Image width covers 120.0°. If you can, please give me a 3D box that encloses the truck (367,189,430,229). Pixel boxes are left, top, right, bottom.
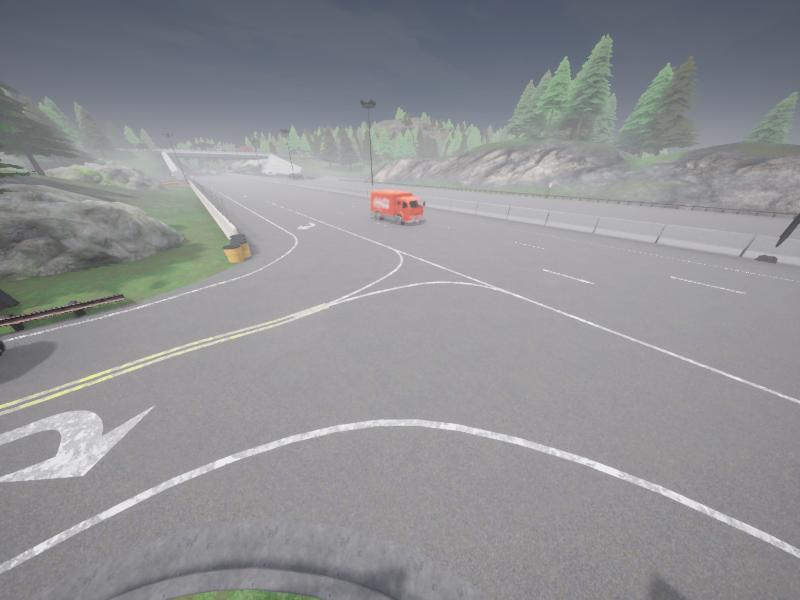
[{"bbox_3d":[-0.248,-8.112,20.186,2.627,2.467,5.204,-23,37,-34],"label":"truck"}]

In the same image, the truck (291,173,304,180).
[{"bbox_3d":[-39.118,-47.187,88.233,2.390,2.098,6.274,-23,37,-34],"label":"truck"}]

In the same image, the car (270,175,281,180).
[{"bbox_3d":[-46.860,-46.101,86.913,1.801,1.575,5.366,-23,37,-34],"label":"car"}]

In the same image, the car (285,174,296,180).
[{"bbox_3d":[-40.153,-44.989,84.659,1.905,1.878,3.866,-23,37,-34],"label":"car"}]

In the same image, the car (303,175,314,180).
[{"bbox_3d":[-35.234,-47.316,89.115,2.128,1.511,4.902,-23,37,-34],"label":"car"}]

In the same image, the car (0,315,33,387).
[{"bbox_3d":[-10.974,1.717,3.747,4.892,1.490,1.837,-22,37,-34],"label":"car"}]
